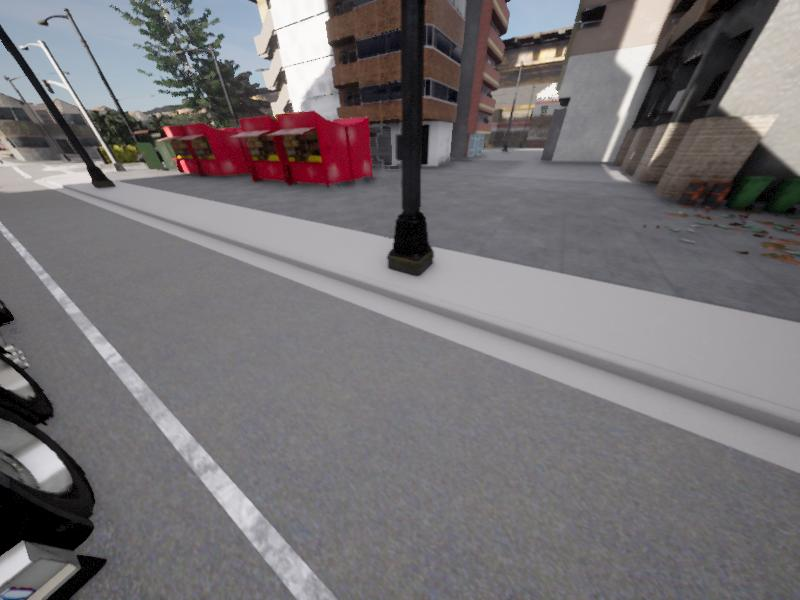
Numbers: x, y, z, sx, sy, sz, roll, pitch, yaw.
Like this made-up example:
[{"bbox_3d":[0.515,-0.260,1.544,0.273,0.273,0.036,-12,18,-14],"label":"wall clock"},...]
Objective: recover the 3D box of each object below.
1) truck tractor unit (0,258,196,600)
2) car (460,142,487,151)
[{"bbox_3d":[-5.104,-0.306,0.794,6.516,4.208,3.053,19,39,25],"label":"truck tractor unit"},{"bbox_3d":[15.553,-32.666,49.155,4.902,1.511,2.128,18,39,26],"label":"car"}]
